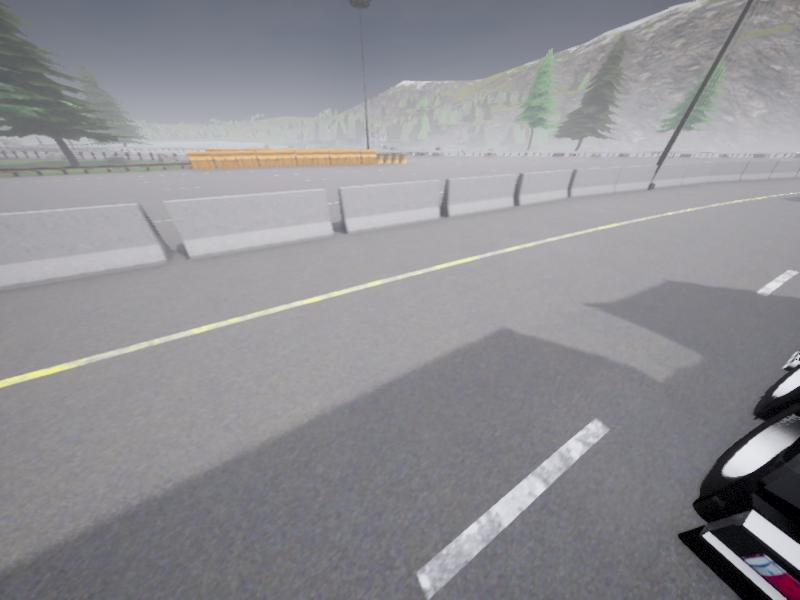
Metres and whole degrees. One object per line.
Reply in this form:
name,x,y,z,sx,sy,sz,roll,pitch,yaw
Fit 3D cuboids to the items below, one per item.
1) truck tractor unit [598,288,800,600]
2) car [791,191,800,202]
truck tractor unit,5.158,-0.250,0.719,6.516,4.208,3.053,-16,39,-22
car,20.889,-5.139,10.385,4.181,1.385,1.994,-11,37,-16
